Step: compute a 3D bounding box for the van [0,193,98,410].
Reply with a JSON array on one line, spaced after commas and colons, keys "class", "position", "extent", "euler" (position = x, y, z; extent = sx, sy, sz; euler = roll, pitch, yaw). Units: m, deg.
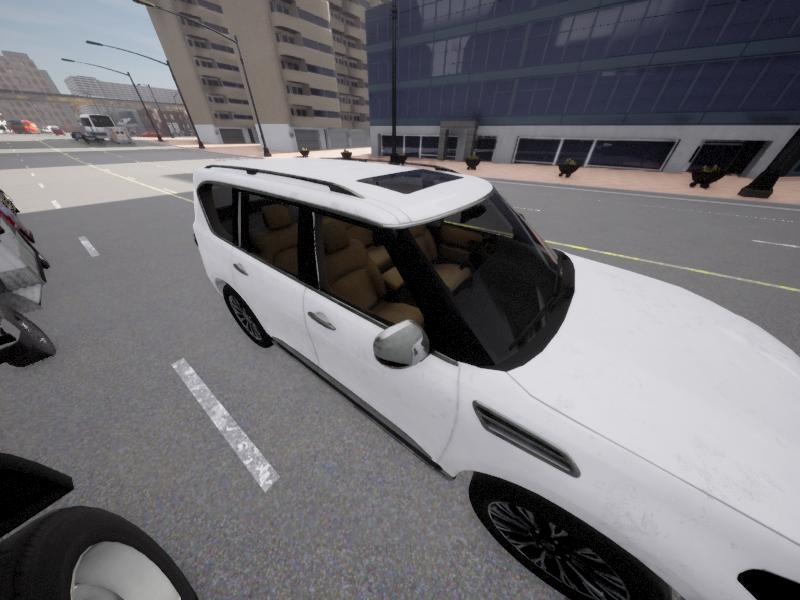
[{"class": "van", "position": [-6.908, -0.728, 2.803], "extent": [6.366, 2.431, 2.351], "euler": [22, 41, 28]}]

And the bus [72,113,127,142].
[{"class": "bus", "position": [-60.718, -34.808, 46.663], "extent": [10.273, 4.253, 3.944], "euler": [24, 41, 27]}]

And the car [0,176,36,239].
[{"class": "car", "position": [-12.931, -2.858, 6.572], "extent": [4.902, 1.511, 2.128], "euler": [23, 41, 28]}]

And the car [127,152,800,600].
[{"class": "car", "position": [-0.019, -0.211, 2.438], "extent": [5.566, 2.045, 2.150], "euler": [23, 41, 28]}]

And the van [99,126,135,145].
[{"class": "van", "position": [-51.763, -30.145, 42.307], "extent": [6.366, 2.431, 2.351], "euler": [24, 42, 27]}]

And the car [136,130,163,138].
[{"class": "car", "position": [-70.015, -46.375, 64.661], "extent": [2.242, 1.667, 4.611], "euler": [24, 42, 29]}]

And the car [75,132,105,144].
[{"class": "car", "position": [-54.880, -28.592, 40.859], "extent": [4.902, 1.511, 2.128], "euler": [24, 42, 27]}]
